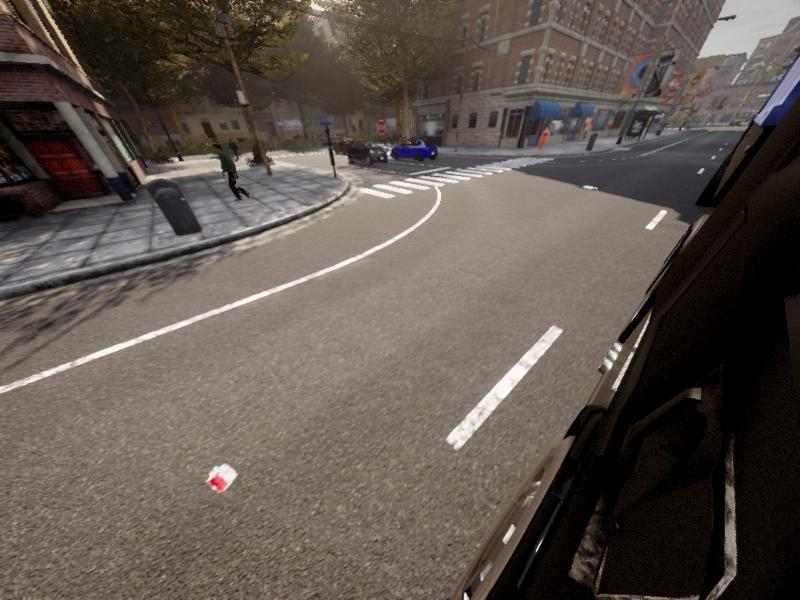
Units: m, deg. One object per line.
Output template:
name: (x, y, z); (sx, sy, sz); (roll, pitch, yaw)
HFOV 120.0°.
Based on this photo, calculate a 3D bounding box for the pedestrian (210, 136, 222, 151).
pedestrian: (-29.574, -25.197, 37.172); (0.751, 1.860, 0.751); (-28, 44, -30)

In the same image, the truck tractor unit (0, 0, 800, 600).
truck tractor unit: (2.645, -0.295, 0.351); (6.516, 4.208, 3.053); (-28, 44, -30)

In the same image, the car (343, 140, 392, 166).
car: (-2.542, -11.408, 17.810); (1.845, 1.501, 3.633); (-29, 44, -31)

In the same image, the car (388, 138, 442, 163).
car: (1.103, -12.299, 18.875); (1.816, 1.474, 4.193); (-31, 45, -33)

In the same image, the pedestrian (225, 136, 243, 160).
pedestrian: (-16.044, -14.695, 22.343); (0.751, 1.860, 0.751); (-20, 40, -23)

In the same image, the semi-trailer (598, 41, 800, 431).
semi-trailer: (8.704, -3.574, 4.262); (14.254, 4.402, 2.717); (-28, 44, -30)

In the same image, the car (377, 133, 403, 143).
car: (-1.903, -31.844, 45.348); (4.892, 1.490, 1.837); (-27, 43, -31)

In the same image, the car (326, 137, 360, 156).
car: (-6.386, -17.202, 25.790); (1.789, 1.549, 3.705); (-29, 44, -31)

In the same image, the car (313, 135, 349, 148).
car: (-11.614, -26.774, 38.926); (5.366, 1.575, 1.801); (-28, 44, -30)

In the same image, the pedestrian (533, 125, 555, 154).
pedestrian: (11.401, -12.708, 18.289); (0.751, 1.860, 0.751); (-31, 45, -33)

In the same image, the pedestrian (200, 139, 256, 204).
pedestrian: (-5.899, -4.427, 7.997); (0.751, 1.860, 0.751); (29, 47, 35)
